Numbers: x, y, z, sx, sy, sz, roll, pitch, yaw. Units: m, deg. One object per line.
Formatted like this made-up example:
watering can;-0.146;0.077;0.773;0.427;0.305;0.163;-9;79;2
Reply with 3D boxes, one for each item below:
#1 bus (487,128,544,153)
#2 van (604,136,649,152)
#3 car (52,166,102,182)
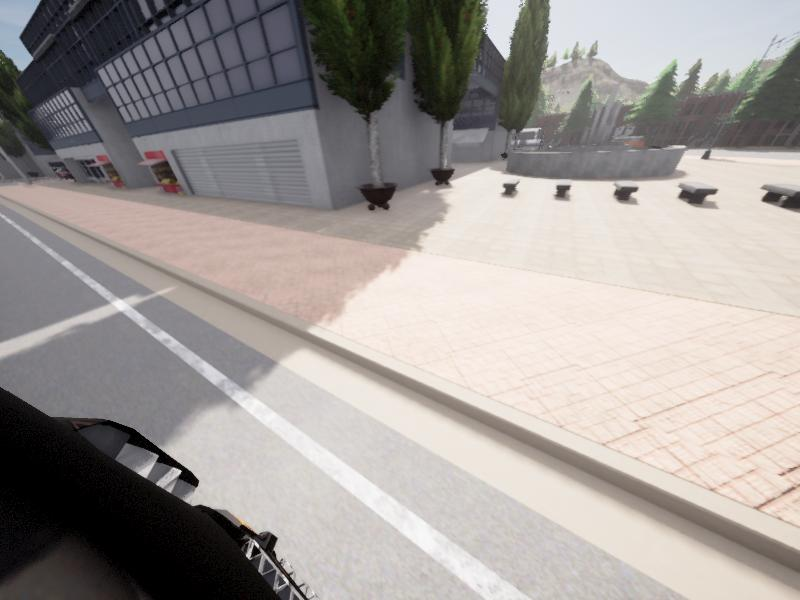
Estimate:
bus;26.141;-36.409;52.930;10.273;4.253;3.944;24;42;34
van;35.834;-24.785;36.809;1.775;1.987;4.442;-14;35;-17
car;-46.478;-18.218;33.303;1.789;1.549;3.705;16;38;26
